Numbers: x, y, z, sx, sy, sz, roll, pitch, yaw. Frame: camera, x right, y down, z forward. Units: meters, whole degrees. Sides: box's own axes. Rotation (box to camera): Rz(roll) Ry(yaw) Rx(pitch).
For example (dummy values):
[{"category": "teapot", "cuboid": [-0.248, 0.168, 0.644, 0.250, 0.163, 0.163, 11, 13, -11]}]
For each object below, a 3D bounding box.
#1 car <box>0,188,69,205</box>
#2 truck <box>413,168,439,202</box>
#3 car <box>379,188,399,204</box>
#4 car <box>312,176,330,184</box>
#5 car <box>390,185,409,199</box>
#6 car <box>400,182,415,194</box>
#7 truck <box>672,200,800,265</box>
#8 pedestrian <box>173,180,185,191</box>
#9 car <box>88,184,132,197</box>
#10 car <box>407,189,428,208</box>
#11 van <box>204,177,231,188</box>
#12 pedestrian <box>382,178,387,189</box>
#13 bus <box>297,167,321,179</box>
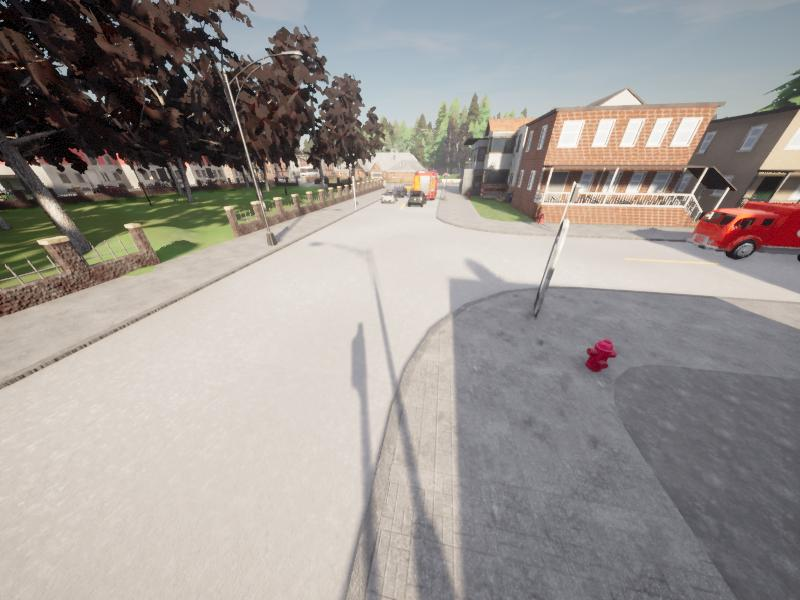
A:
[{"category": "car", "cuboid": [-47.065, -13.393, 29.677, 2.007, 1.525, 4.514, 5, 30, 9]}, {"category": "truck", "cuboid": [3.886, -16.816, 33.308, 2.891, 3.827, 8.468, 5, 30, 9]}, {"category": "car", "cuboid": [-1.281, -13.276, 29.471, 1.845, 1.501, 3.633, 4, 30, 7]}, {"category": "car", "cuboid": [-20.713, -31.644, 60.888, 3.866, 1.878, 1.905, 5, 30, 9]}, {"category": "car", "cuboid": [-0.005, -16.512, 35.211, 2.033, 1.411, 5.357, 5, 30, 8]}, {"category": "car", "cuboid": [1.399, -20.204, 41.419, 1.801, 1.575, 5.366, 5, 30, 9]}, {"category": "truck", "cuboid": [18.389, -3.423, 11.465, 5.204, 2.467, 2.627, 6, 31, 11]}, {"category": "pedestrian", "cuboid": [-39.749, -20.579, 41.532, 0.751, 1.860, 0.751, 5, 30, 9]}, {"category": "car", "cuboid": [-45.672, -17.357, 36.512, 1.789, 1.549, 3.705, 5, 30, 9]}, {"category": "car", "cuboid": [2.108, -12.004, 27.190, 1.851, 1.617, 3.988, 7, 31, 12]}, {"category": "van", "cuboid": [-42.198, -27.243, 53.597, 2.069, 2.038, 4.480, 5, 30, 9]}, {"category": "pedestrian", "cuboid": [-3.135, -23.202, 46.078, 0.751, 1.860, 0.751, 5, 30, 9]}, {"category": "bus", "cuboid": [-37.411, -52.898, 95.808, 3.944, 4.253, 10.273, 5, 30, 9]}]
